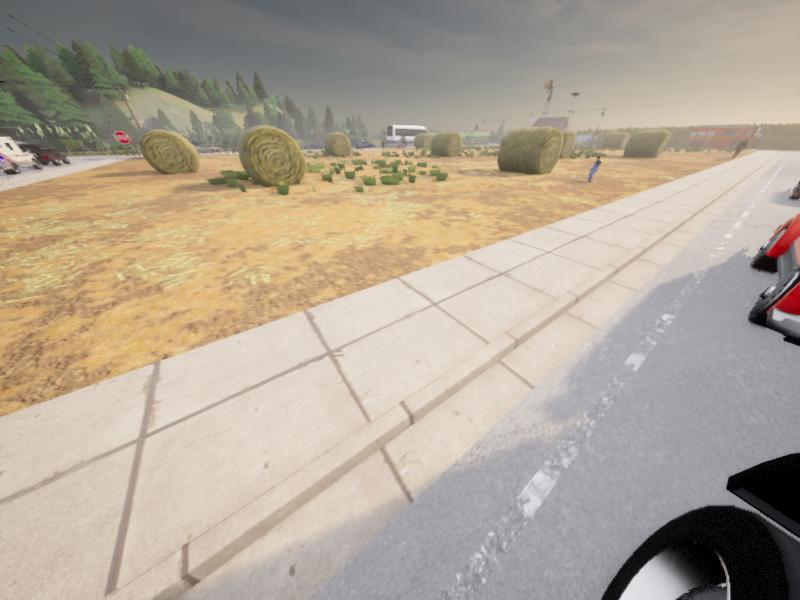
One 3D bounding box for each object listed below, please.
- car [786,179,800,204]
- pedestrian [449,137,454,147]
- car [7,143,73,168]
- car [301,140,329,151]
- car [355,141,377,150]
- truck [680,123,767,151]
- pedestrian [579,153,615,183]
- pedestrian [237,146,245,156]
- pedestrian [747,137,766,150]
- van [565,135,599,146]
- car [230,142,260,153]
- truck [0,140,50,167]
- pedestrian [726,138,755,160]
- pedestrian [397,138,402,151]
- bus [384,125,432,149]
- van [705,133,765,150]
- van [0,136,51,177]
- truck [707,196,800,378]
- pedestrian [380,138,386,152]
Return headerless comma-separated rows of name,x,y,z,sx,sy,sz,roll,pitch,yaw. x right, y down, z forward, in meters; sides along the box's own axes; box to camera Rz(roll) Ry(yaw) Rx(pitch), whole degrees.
car,18.031,-4.767,9.323,4.181,1.385,1.994,-22,41,-28
pedestrian,12.620,-38.505,56.326,0.751,1.860,0.751,-20,40,-26
car,-35.454,-14.408,22.941,1.905,1.878,3.866,-21,40,-27
car,-17.690,-32.271,48.232,4.856,1.649,2.033,-21,40,-24
car,-7.378,-33.490,50.021,4.193,1.474,1.816,-19,40,-25
truck,60.087,-30.509,43.338,2.891,3.827,8.468,-22,40,-27
pedestrian,10.443,-7.022,12.321,0.751,1.300,0.751,-5,36,-6
pedestrian,-21.757,-20.397,31.645,0.500,1.100,0.500,-5,36,-6
pedestrian,59.022,-25.930,38.262,0.751,1.860,0.751,-12,37,-16
van,48.982,-42.991,62.276,2.351,2.431,6.366,-21,40,-27
car,-28.723,-28.319,42.863,4.193,1.474,1.816,-20,40,-25
truck,-41.242,-15.923,24.946,2.390,2.098,6.274,-29,44,-35
pedestrian,34.028,-15.134,23.136,0.751,1.860,0.751,-20,40,-25
pedestrian,-0.051,-28.406,42.141,0.751,1.860,0.751,11,37,15
bus,1.879,-37.972,53.873,10.273,4.253,3.944,-19,39,-26
van,63.864,-30.394,44.262,1.988,2.561,5.915,-22,40,-27
van,-31.436,-11.198,17.908,2.351,2.431,6.366,-21,40,-27
truck,6.983,-0.706,2.714,5.204,2.467,2.627,-22,41,-28
pedestrian,-2.755,-25.050,37.416,0.751,1.860,0.751,7,36,10
